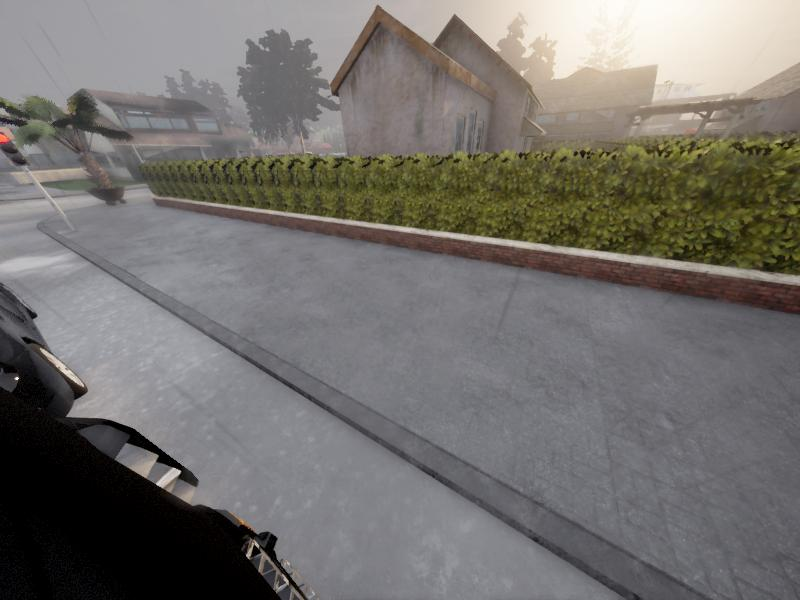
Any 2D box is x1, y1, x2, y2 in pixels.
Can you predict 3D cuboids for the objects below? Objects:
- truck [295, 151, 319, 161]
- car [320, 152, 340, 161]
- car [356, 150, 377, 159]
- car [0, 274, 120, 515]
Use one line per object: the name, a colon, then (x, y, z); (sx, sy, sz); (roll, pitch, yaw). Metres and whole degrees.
truck: (-25.678, -39.767, 63.813); (6.274, 2.098, 2.390); (16, 38, 26)
car: (-18.278, -37.425, 60.241); (4.611, 1.667, 2.242); (16, 38, 26)
car: (-8.625, -37.274, 59.183); (4.856, 1.649, 2.033); (16, 38, 26)
car: (-5.341, 0.494, 2.210); (5.008, 1.535, 1.882); (16, 38, 26)
